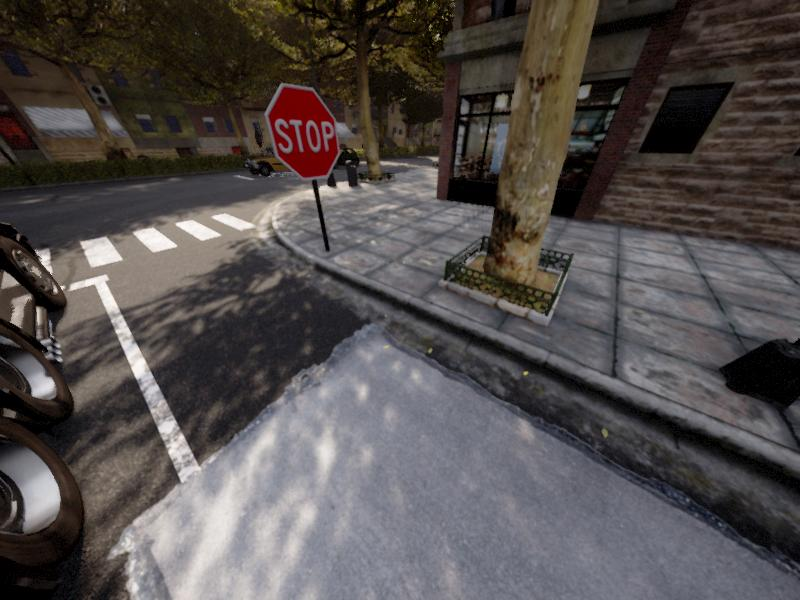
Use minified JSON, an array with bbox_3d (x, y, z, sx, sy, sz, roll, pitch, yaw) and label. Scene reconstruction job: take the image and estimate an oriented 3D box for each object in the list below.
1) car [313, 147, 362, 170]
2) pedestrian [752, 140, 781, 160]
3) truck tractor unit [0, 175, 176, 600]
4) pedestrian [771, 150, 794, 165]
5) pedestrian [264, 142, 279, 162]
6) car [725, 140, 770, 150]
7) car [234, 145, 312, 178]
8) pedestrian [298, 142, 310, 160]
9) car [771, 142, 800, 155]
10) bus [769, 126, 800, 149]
[{"bbox_3d":[-5.848,-13.599,22.090,1.851,1.617,3.988,24,42,31],"label":"car"},{"bbox_3d":[40.217,-16.520,25.408,0.751,1.860,0.751,24,41,30],"label":"pedestrian"},{"bbox_3d":[-4.956,-0.428,0.983,6.516,4.208,3.053,24,42,31],"label":"truck tractor unit"},{"bbox_3d":[34.313,-12.769,20.744,0.500,1.100,0.500,23,41,29],"label":"pedestrian"},{"bbox_3d":[-14.611,-16.816,26.230,0.751,1.860,0.751,24,42,31],"label":"pedestrian"},{"bbox_3d":[72.474,-32.362,48.322,4.611,1.667,2.242,24,42,31],"label":"car"},{"bbox_3d":[-9.651,-10.901,18.019,1.932,1.855,4.605,24,41,30],"label":"car"},{"bbox_3d":[-11.905,-18.548,28.689,0.751,1.860,0.751,18,39,24],"label":"pedestrian"},{"bbox_3d":[61.796,-24.131,36.744,4.514,1.525,2.007,-28,43,-34],"label":"car"},{"bbox_3d":[93.082,-37.886,53.828,3.944,4.253,10.273,24,42,31],"label":"bus"}]
